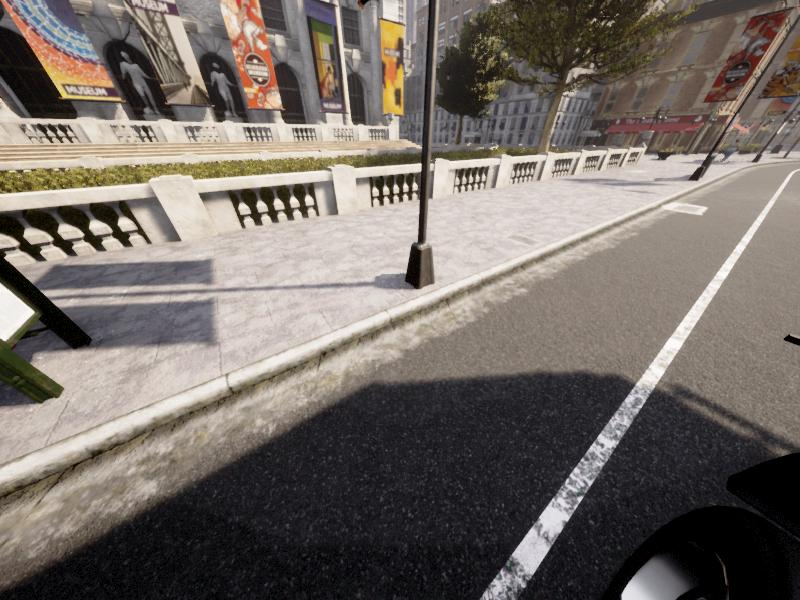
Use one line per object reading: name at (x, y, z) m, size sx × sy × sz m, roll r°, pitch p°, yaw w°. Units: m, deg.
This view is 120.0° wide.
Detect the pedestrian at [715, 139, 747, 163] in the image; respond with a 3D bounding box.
pedestrian at (30.736, -13.861, 21.459) m, size 0.751 × 1.860 × 0.751 m, roll -15°, pitch 38°, yaw -20°
